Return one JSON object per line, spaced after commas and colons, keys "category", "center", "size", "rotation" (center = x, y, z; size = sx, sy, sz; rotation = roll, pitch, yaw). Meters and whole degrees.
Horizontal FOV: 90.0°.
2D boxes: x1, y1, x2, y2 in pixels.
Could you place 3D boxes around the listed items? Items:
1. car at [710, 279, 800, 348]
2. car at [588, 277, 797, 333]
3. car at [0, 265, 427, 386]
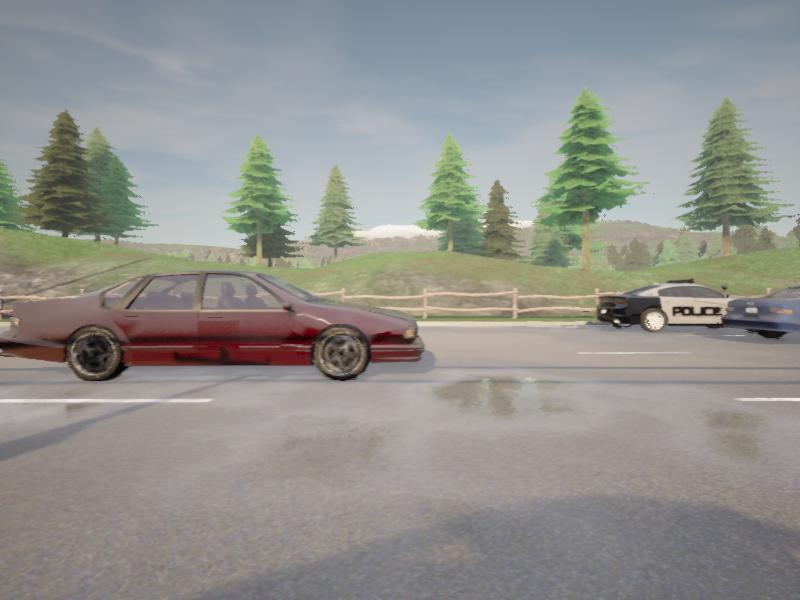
{"category": "car", "center": [10.588, 0.280, 9.195], "size": [5.357, 1.411, 2.033], "rotation": [0, 0, 0]}
{"category": "car", "center": [9.039, 0.159, 12.698], "size": [5.238, 1.638, 1.930], "rotation": [0, 0, 0]}
{"category": "car", "center": [-2.360, 0.300, 5.699], "size": [5.357, 1.411, 2.033], "rotation": [0, 0, 0]}
